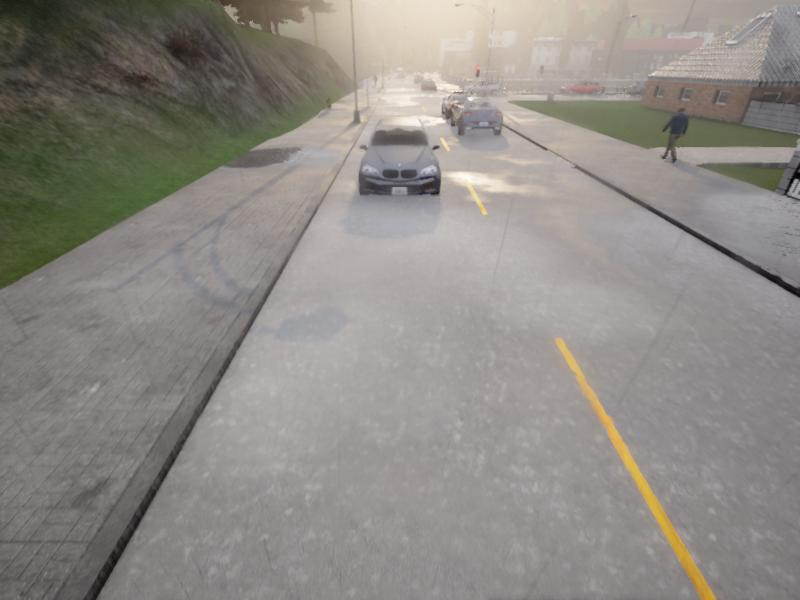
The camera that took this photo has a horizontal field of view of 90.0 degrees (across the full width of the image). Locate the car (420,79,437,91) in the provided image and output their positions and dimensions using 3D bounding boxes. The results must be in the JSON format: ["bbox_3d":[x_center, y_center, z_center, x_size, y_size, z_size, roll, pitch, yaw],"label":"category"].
[{"bbox_3d":[4.069,-30.616,56.968,1.994,1.385,4.181,-1,30,-2],"label":"car"}]

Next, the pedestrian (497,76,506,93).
[{"bbox_3d":[12.537,-26.608,49.369,0.751,1.860,0.751,9,32,16],"label":"pedestrian"}]

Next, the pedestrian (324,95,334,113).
[{"bbox_3d":[-5.017,-13.861,28.338,0.500,1.100,0.500,3,30,5],"label":"pedestrian"}]

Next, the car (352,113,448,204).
[{"bbox_3d":[-0.006,-4.323,11.732,2.242,1.667,4.611,0,30,0],"label":"car"}]

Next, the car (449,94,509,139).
[{"bbox_3d":[3.989,-9.781,21.111,2.152,1.651,5.027,0,30,0],"label":"car"}]

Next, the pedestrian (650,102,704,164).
[{"bbox_3d":[9.401,-5.695,13.644,0.751,1.860,0.751,0,30,0],"label":"pedestrian"}]

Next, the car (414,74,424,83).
[{"bbox_3d":[3.964,-46.618,84.155,2.038,1.542,4.974,0,30,0],"label":"car"}]

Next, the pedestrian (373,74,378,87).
[{"bbox_3d":[-3.810,-34.145,62.251,0.751,1.860,0.751,-3,30,-5],"label":"pedestrian"}]

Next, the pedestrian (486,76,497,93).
[{"bbox_3d":[11.296,-26.702,49.513,0.751,1.860,0.751,-18,35,-27],"label":"pedestrian"}]

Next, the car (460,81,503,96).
[{"bbox_3d":[9.560,-25.122,47.428,4.514,1.525,2.007,-2,30,-4],"label":"car"}]

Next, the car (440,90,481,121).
[{"bbox_3d":[3.987,-13.329,27.264,2.038,1.542,4.974,0,30,0],"label":"car"}]

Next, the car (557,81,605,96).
[{"bbox_3d":[21.509,-25.243,47.645,4.514,1.525,2.007,0,30,0],"label":"car"}]

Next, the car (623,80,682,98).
[{"bbox_3d":[27.830,-23.264,44.170,4.856,1.649,2.033,0,30,0],"label":"car"}]

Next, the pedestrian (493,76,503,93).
[{"bbox_3d":[12.174,-26.846,49.759,0.751,1.860,0.751,-2,30,-3],"label":"pedestrian"}]
